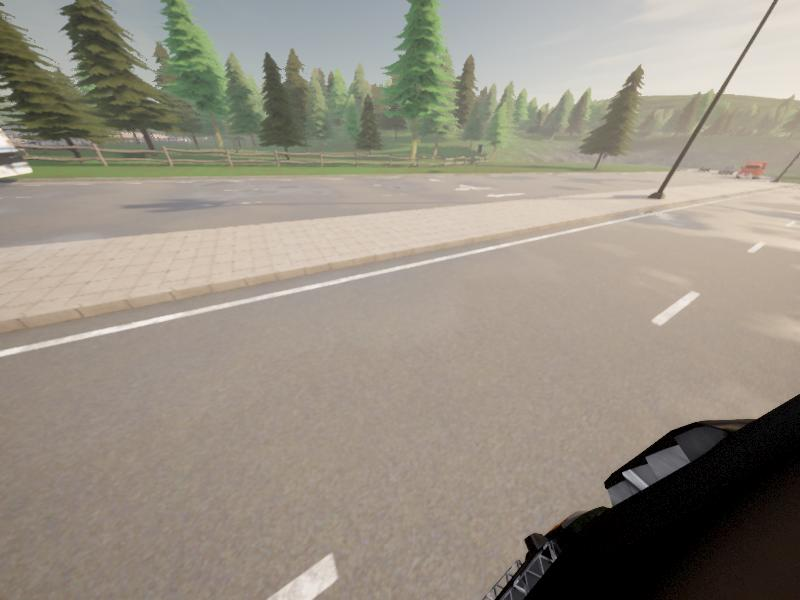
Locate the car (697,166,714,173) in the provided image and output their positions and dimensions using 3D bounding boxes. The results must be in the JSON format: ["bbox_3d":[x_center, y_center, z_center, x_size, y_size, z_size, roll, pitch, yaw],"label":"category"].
[{"bbox_3d":[73.677,-31.540,55.647,4.718,1.301,1.895,-22,41,-33],"label":"car"}]

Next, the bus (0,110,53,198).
[{"bbox_3d":[-20.104,-5.085,6.319,10.273,4.253,3.944,-16,38,-26],"label":"bus"}]

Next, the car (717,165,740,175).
[{"bbox_3d":[69.176,-27.405,48.655,4.553,1.767,2.097,-21,40,-31],"label":"car"}]

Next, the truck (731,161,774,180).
[{"bbox_3d":[59.432,-21.861,38.973,5.204,2.467,2.627,-17,38,-27],"label":"truck"}]
